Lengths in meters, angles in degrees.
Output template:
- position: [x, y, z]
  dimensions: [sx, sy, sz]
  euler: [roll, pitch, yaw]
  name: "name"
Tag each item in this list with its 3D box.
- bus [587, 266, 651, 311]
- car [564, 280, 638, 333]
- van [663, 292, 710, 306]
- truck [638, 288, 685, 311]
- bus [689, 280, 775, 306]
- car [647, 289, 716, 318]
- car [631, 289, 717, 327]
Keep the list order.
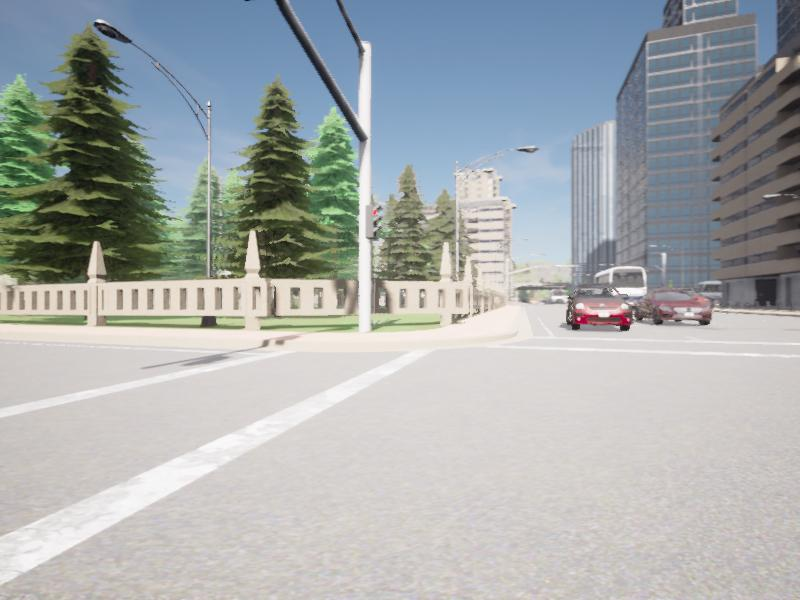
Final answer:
- position: [23.024, -1.061, 42.855]
  dimensions: [3.944, 4.253, 10.273]
  euler: [0, 0, 17]
  name: "bus"
- position: [7.018, 0.215, 14.367]
  dimensions: [1.851, 1.617, 3.988]
  euler: [0, 0, 19]
  name: "car"
- position: [51.205, -0.169, 71.639]
  dimensions: [6.366, 2.431, 2.351]
  euler: [0, 0, 17]
  name: "van"
- position: [25.786, 0.006, 39.751]
  dimensions: [2.390, 2.098, 6.274]
  euler: [0, 0, 18]
  name: "truck"
- position: [55.019, -1.092, 66.651]
  dimensions: [10.273, 4.253, 3.944]
  euler: [0, 0, 17]
  name: "bus"
- position: [17.901, 0.223, 25.743]
  dimensions: [2.152, 1.651, 5.027]
  euler: [0, 0, 17]
  name: "car"
- position: [11.693, 0.300, 17.457]
  dimensions: [1.812, 1.442, 4.674]
  euler: [0, 0, 17]
  name: "car"
